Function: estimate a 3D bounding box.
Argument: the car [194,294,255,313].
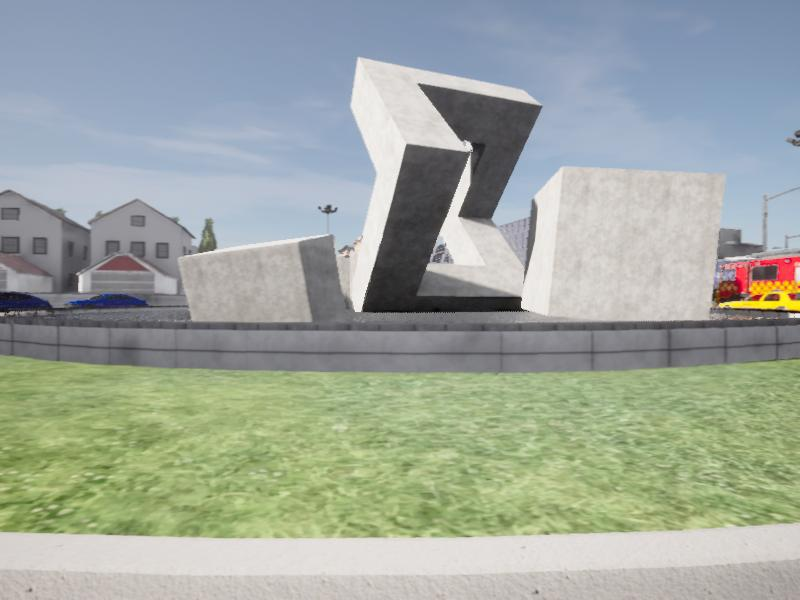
[{"bbox_3d":[-14.917,0.289,34.380,2.038,1.542,4.974,-1,-1,17],"label":"car"}]

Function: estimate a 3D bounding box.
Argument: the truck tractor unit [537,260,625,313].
[{"bbox_3d":[15.721,-1.055,34.917,6.516,4.208,3.053,0,0,35],"label":"truck tractor unit"}]

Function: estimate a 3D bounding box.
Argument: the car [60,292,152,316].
[{"bbox_3d":[-21.025,0.271,28.833,1.882,1.535,5.008,0,0,29],"label":"car"}]

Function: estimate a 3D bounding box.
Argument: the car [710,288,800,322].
[{"bbox_3d":[19.139,0.247,20.639,1.801,1.575,5.366,0,0,-5],"label":"car"}]

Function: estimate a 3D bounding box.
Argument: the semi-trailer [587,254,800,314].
[{"bbox_3d":[23.064,-1.160,32.183,14.254,4.402,2.717,0,1,16],"label":"semi-trailer"}]

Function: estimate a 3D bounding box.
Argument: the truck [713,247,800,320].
[{"bbox_3d":[22.295,-0.872,22.105,2.891,3.827,8.468,0,0,-4],"label":"truck"}]

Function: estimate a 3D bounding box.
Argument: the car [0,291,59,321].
[{"bbox_3d":[-20.223,0.301,20.068,1.812,1.442,4.674,0,0,10],"label":"car"}]
